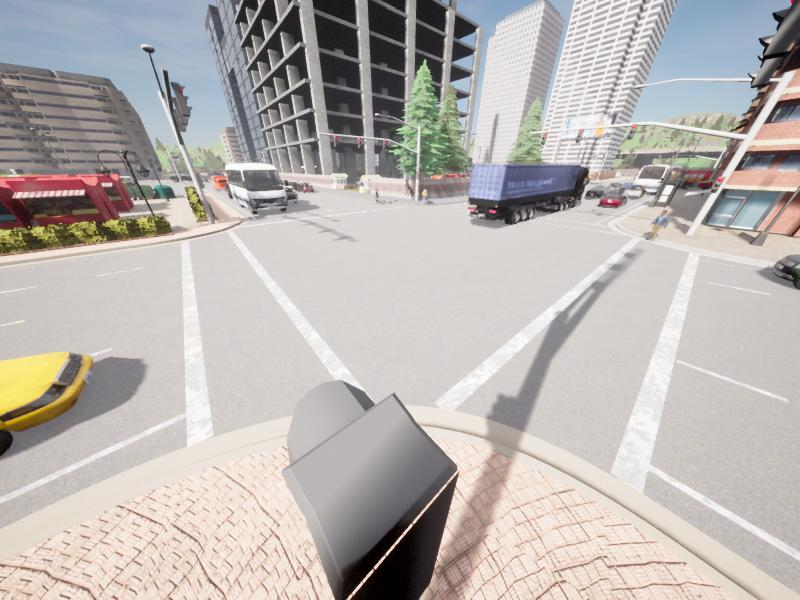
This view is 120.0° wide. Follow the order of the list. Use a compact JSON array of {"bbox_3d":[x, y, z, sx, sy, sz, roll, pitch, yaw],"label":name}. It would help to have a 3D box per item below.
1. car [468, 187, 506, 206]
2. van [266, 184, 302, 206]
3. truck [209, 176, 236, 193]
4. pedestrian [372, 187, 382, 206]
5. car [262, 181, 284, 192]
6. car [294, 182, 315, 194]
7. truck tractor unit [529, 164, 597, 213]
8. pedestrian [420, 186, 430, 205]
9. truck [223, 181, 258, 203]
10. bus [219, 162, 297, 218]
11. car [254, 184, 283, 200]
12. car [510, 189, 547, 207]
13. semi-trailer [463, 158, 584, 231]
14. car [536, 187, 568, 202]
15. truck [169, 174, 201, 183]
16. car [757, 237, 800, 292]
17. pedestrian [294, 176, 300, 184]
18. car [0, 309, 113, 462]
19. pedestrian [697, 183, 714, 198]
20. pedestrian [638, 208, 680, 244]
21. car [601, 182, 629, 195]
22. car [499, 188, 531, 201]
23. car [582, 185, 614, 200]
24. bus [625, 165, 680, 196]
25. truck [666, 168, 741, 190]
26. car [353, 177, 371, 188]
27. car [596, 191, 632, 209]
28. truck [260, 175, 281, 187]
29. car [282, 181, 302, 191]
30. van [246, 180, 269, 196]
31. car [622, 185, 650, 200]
[{"bbox_3d":[10.696,-12.768,28.325,4.553,1.767,2.097,-23,37,-34],"label":"car"},{"bbox_3d":[-14.139,-12.869,28.144,2.069,2.038,4.480,-26,39,-38],"label":"van"},{"bbox_3d":[-32.151,-20.995,41.787,2.627,2.467,5.204,-23,37,-34],"label":"truck"},{"bbox_3d":[-2.638,-11.955,26.713,0.751,1.860,0.751,-23,37,-34],"label":"pedestrian"},{"bbox_3d":[-23.532,-20.909,42.599,2.128,1.511,4.902,-23,37,-34],"label":"car"},{"bbox_3d":[-16.556,-19.550,40.149,1.851,1.617,3.988,-23,37,-34],"label":"car"},{"bbox_3d":[17.367,-12.039,24.653,6.516,4.208,3.053,-23,37,-34],"label":"truck tractor unit"},{"bbox_3d":[2.926,-12.226,27.054,0.751,1.860,0.751,-18,35,-28],"label":"pedestrian"},{"bbox_3d":[-21.585,-14.612,31.105,2.390,2.098,6.274,-23,37,-34],"label":"truck"},{"bbox_3d":[-14.921,-11.711,23.927,3.944,4.253,10.273,-23,37,-34],"label":"bus"},{"bbox_3d":[-18.829,-15.486,33.095,2.152,1.651,5.027,-23,37,-34],"label":"car"},{"bbox_3d":[15.622,-12.414,28.014,4.892,1.490,1.837,-23,37,-34],"label":"car"},{"bbox_3d":[11.296,-9.608,20.193,14.254,4.402,2.717,-22,37,-34],"label":"semi-trailer"},{"bbox_3d":[21.150,-14.728,32.022,4.892,1.490,1.837,-23,37,-34],"label":"car"},{"bbox_3d":[-64.021,-36.303,68.781,2.390,2.098,6.274,22,37,33],"label":"truck"},{"bbox_3d":[16.218,-0.903,7.905,3.705,1.549,1.789,21,36,32],"label":"car"},{"bbox_3d":[-25.227,-29.354,56.529,0.751,1.860,0.751,-23,37,-34],"label":"pedestrian"},{"bbox_3d":[-8.178,2.036,2.900,5.366,1.575,1.801,-22,36,-33],"label":"car"},{"bbox_3d":[43.613,-15.724,33.026,0.751,1.860,0.751,-22,37,-33],"label":"pedestrian"},{"bbox_3d":[14.984,-4.279,13.398,0.751,1.860,0.751,-10,31,-17],"label":"pedestrian"},{"bbox_3d":[36.451,-18.925,39.111,4.611,1.667,2.242,-23,37,-34],"label":"car"},{"bbox_3d":[16.067,-14.798,32.341,4.718,1.301,1.895,-23,37,-34],"label":"car"},{"bbox_3d":[28.830,-15.727,33.604,5.238,1.638,1.930,-23,37,-34],"label":"car"},{"bbox_3d":[43.390,-20.737,39.677,10.273,4.253,3.944,-23,37,-34],"label":"bus"},{"bbox_3d":[61.357,-24.761,47.068,8.468,3.827,2.891,6,31,11],"label":"truck"},{"bbox_3d":[-8.128,-24.929,48.916,1.905,1.878,3.866,-23,37,-34],"label":"car"},{"bbox_3d":[25.001,-11.722,26.939,4.181,1.385,1.994,-23,37,-34],"label":"car"},{"bbox_3d":[-30.214,-27.803,53.953,2.390,2.098,6.274,-23,37,-34],"label":"truck"},{"bbox_3d":[-20.828,-22.030,44.514,1.882,1.535,5.008,-23,37,-34],"label":"car"},{"bbox_3d":[-22.923,-18.056,37.179,1.775,1.987,4.442,-23,37,-34],"label":"van"},{"bbox_3d":[34.617,-15.845,33.843,3.988,1.617,1.851,-23,37,-34],"label":"car"}]
